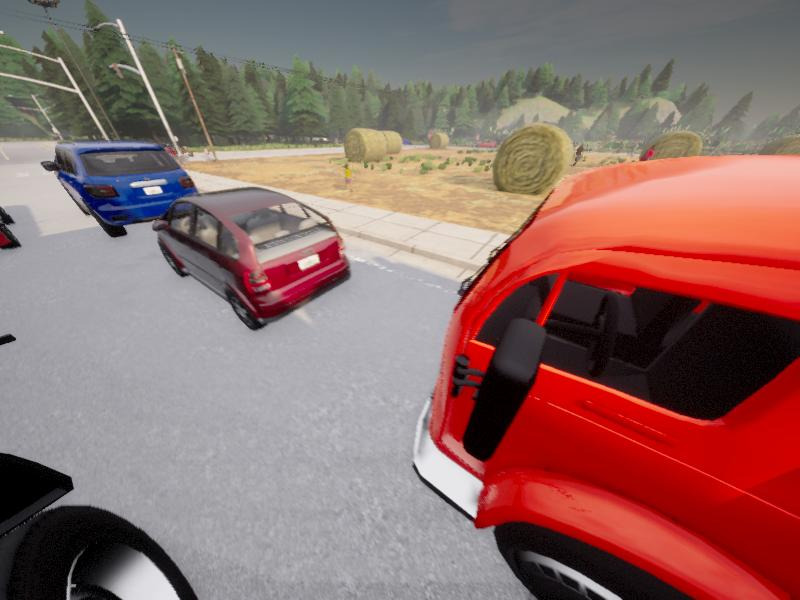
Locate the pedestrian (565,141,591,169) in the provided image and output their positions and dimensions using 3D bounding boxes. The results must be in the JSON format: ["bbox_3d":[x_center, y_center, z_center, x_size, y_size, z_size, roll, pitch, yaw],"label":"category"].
[{"bbox_3d":[14.111,-11.499,18.333,0.751,1.860,0.751,-10,37,-15],"label":"pedestrian"}]

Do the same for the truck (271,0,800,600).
[{"bbox_3d":[2.705,0.813,0.651,5.204,2.467,2.627,22,41,27],"label":"truck"}]

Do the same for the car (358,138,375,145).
[{"bbox_3d":[-9.760,-46.012,66.898,4.514,1.525,2.007,25,42,30],"label":"car"}]

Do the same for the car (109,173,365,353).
[{"bbox_3d":[-2.647,-1.012,3.910,3.705,1.549,1.789,22,41,27],"label":"car"}]

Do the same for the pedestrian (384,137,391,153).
[{"bbox_3d":[-1.770,-22.091,32.931,0.751,1.860,0.751,-20,41,-27],"label":"pedestrian"}]

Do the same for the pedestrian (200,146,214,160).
[{"bbox_3d":[-18.141,-13.816,21.728,0.500,1.100,0.500,-8,36,-13],"label":"pedestrian"}]

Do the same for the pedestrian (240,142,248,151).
[{"bbox_3d":[-22.440,-22.057,33.209,0.500,1.100,0.500,21,40,26],"label":"pedestrian"}]

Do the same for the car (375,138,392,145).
[{"bbox_3d":[-4.554,-43.553,63.540,4.514,1.525,2.007,27,43,32],"label":"car"}]

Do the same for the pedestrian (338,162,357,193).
[{"bbox_3d":[-2.271,-5.336,10.067,0.500,1.100,0.500,27,43,32],"label":"pedestrian"}]

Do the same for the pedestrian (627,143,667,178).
[{"bbox_3d":[15.501,-8.781,14.547,0.751,1.860,0.751,-10,37,-14],"label":"pedestrian"}]

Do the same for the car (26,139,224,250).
[{"bbox_3d":[-8.095,-3.451,6.811,5.566,2.045,2.150,22,41,27],"label":"car"}]

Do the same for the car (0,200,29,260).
[{"bbox_3d":[-10.796,-1.944,4.976,4.611,1.667,2.242,22,41,27],"label":"car"}]

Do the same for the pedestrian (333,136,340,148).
[{"bbox_3d":[-12.414,-30.877,45.096,0.751,1.860,0.751,20,40,25],"label":"pedestrian"}]

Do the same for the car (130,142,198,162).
[{"bbox_3d":[-22.974,-14.587,22.706,1.816,1.474,4.193,25,42,30],"label":"car"}]

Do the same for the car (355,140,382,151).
[{"bbox_3d":[-5.659,-28.356,42.267,2.038,1.542,4.974,23,41,28],"label":"car"}]

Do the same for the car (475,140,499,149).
[{"bbox_3d":[19.457,-34.867,51.777,4.514,1.525,2.007,25,42,30],"label":"car"}]

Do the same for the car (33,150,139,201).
[{"bbox_3d":[-13.658,-5.541,10.082,3.633,1.501,1.845,22,41,27],"label":"car"}]

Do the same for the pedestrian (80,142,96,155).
[{"bbox_3d":[-33.859,-16.435,25.081,0.500,1.100,0.500,-18,40,-25],"label":"pedestrian"}]

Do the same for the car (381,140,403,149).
[{"bbox_3d":[-1.538,-31.638,46.935,1.882,1.535,5.008,23,41,28],"label":"car"}]

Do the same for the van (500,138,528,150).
[{"bbox_3d":[23.992,-32.915,48.723,4.442,1.987,1.775,25,42,30],"label":"van"}]
